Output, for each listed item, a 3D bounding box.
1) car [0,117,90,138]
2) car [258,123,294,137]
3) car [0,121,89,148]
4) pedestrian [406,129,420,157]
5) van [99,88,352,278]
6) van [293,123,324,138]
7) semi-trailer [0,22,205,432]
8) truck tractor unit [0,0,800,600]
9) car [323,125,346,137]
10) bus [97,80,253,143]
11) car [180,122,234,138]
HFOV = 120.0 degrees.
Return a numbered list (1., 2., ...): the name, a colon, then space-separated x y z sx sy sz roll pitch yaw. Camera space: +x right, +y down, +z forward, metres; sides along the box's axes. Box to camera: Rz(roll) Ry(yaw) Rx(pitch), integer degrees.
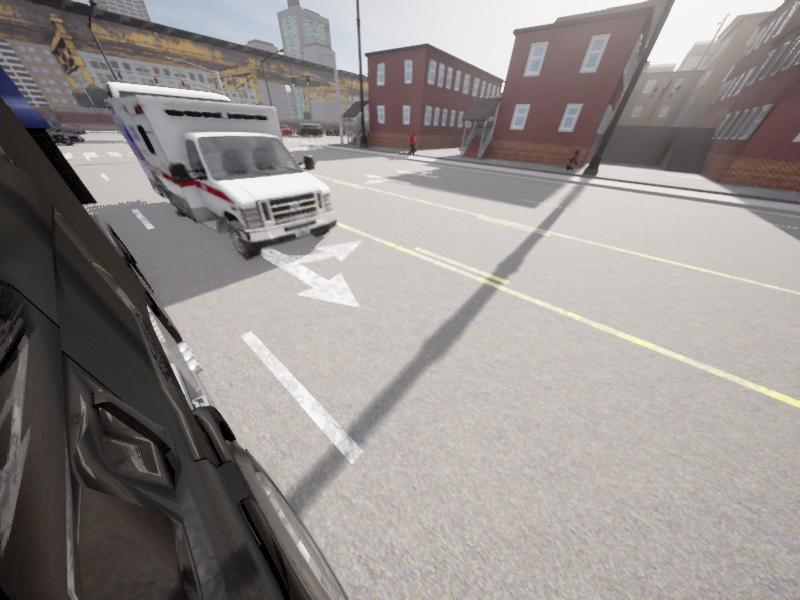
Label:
1. car: -34.179 -16.377 21.999 2.033 1.411 5.357 28 44 30
2. car: -20.987 -28.773 39.142 2.242 1.667 4.611 28 44 30
3. car: -26.629 -11.726 16.315 2.033 1.411 5.357 28 44 30
4. pedestrian: 1.073 -13.199 19.447 0.751 1.860 0.751 27 43 29
5. van: -4.265 -3.167 5.566 6.366 2.431 2.351 28 44 30
6. van: -15.643 -29.282 39.913 1.775 1.987 4.442 28 44 30
7. semi-trailer: -8.876 -3.490 4.027 14.254 4.402 2.717 26 43 28
8. truck tractor unit: -2.645 -0.295 0.351 6.516 4.208 3.053 28 44 30
9. car: -13.156 -34.218 46.728 1.905 1.878 3.866 28 44 30
10. bus: -22.315 -19.165 24.123 3.944 4.253 10.273 28 44 30
11. car: -25.377 -22.432 30.563 1.837 1.490 4.892 28 43 30
